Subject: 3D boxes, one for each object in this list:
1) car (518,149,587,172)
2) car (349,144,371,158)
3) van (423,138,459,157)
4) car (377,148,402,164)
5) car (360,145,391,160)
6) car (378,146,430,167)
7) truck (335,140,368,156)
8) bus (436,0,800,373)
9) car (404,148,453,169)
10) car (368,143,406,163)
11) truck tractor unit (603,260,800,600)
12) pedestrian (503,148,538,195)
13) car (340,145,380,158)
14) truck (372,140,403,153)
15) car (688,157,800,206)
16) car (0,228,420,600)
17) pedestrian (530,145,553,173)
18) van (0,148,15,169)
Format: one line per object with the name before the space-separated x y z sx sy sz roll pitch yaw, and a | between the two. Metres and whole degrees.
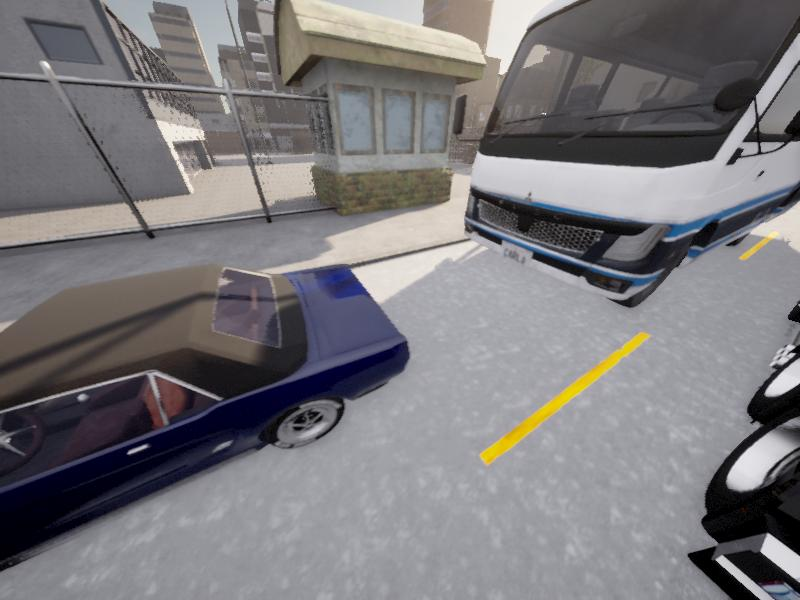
car | 14.372 -13.480 22.123 2.038 1.542 4.974 -18 39 -24
car | -5.895 -21.743 33.705 1.789 1.547 3.705 -18 39 -24
van | 6.864 -26.173 39.520 2.351 2.431 6.366 -19 39 -25
car | -1.165 -15.513 24.878 2.207 1.379 1.481 -18 39 -24
car | -3.199 -19.674 30.772 3.633 1.501 1.845 -18 39 -24
car | 0.418 -14.707 23.550 4.611 1.667 2.242 -18 39 -24
truck | -7.679 -24.118 36.684 4.478 2.038 2.069 -18 39 -24
bus | 6.331 -3.253 4.998 10.273 4.253 3.944 -17 38 -23
car | 2.624 -13.275 21.629 4.193 1.474 1.816 -18 39 -24
car | -1.480 -17.003 26.650 3.866 1.878 1.905 -18 39 -24
truck tractor unit | 5.103 -0.308 0.794 6.516 4.208 3.053 -19 39 -24
pedestrian | 5.638 -6.078 10.919 0.751 1.860 0.751 -26 43 -33
car | -5.868 -21.842 33.973 5.357 1.415 2.033 -18 39 -24
truck | -2.594 -31.304 47.108 6.274 2.098 2.390 23 39 29
car | 17.399 -6.160 11.652 2.128 1.511 4.902 20 40 25
car | -2.378 0.682 1.867 4.718 1.301 1.895 -17 38 -23
pedestrian | 11.019 -10.985 18.007 0.751 1.860 0.751 -18 39 -24
van | -35.632 -11.834 18.945 2.069 2.038 4.480 -18 39 -25
